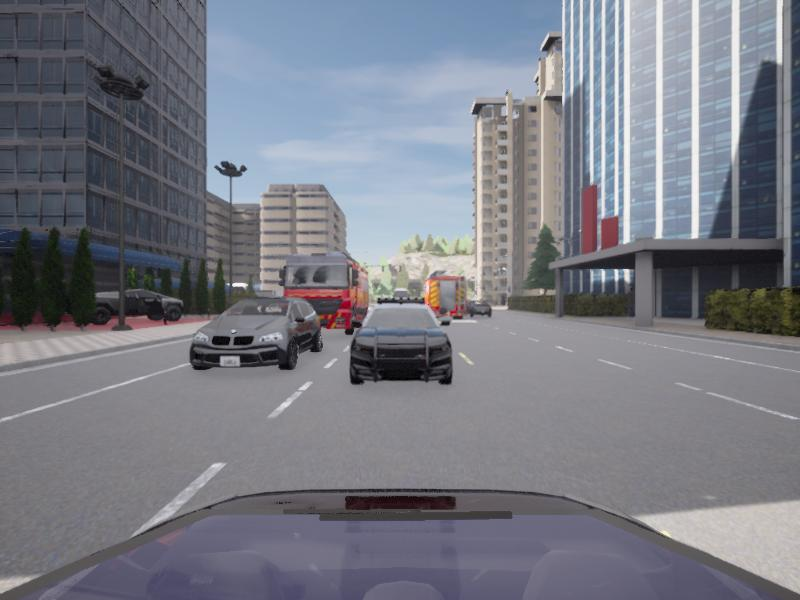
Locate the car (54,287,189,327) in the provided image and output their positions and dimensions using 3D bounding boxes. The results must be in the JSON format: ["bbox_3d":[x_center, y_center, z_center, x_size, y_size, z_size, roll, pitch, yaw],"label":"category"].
[{"bbox_3d":[-16.562,0.378,24.306,2.390,2.098,6.274,0,0,31],"label":"car"}]

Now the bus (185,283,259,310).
[{"bbox_3d":[-28.589,-0.596,64.582,10.273,4.253,3.944,0,0,1],"label":"bus"}]

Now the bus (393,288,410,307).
[{"bbox_3d":[0.355,-0.632,97.094,3.944,4.253,10.273,0,0,0],"label":"bus"}]

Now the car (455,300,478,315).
[{"bbox_3d":[7.106,0.785,43.123,1.845,1.501,3.633,0,0,0],"label":"car"}]

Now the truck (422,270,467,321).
[{"bbox_3d":[3.587,-0.354,34.092,2.891,3.827,8.468,0,0,0],"label":"truck"}]

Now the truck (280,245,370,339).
[{"bbox_3d":[-3.403,-0.341,20.579,2.891,3.827,8.468,0,0,1],"label":"truck"}]

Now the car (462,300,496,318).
[{"bbox_3d":[7.089,0.800,36.576,2.128,1.511,4.902,0,0,0],"label":"car"}]

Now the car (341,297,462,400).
[{"bbox_3d":[0.024,0.762,8.988,1.930,1.638,5.238,0,0,0],"label":"car"}]

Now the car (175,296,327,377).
[{"bbox_3d":[-3.472,0.747,10.481,2.242,1.667,4.611,0,0,0],"label":"car"}]
